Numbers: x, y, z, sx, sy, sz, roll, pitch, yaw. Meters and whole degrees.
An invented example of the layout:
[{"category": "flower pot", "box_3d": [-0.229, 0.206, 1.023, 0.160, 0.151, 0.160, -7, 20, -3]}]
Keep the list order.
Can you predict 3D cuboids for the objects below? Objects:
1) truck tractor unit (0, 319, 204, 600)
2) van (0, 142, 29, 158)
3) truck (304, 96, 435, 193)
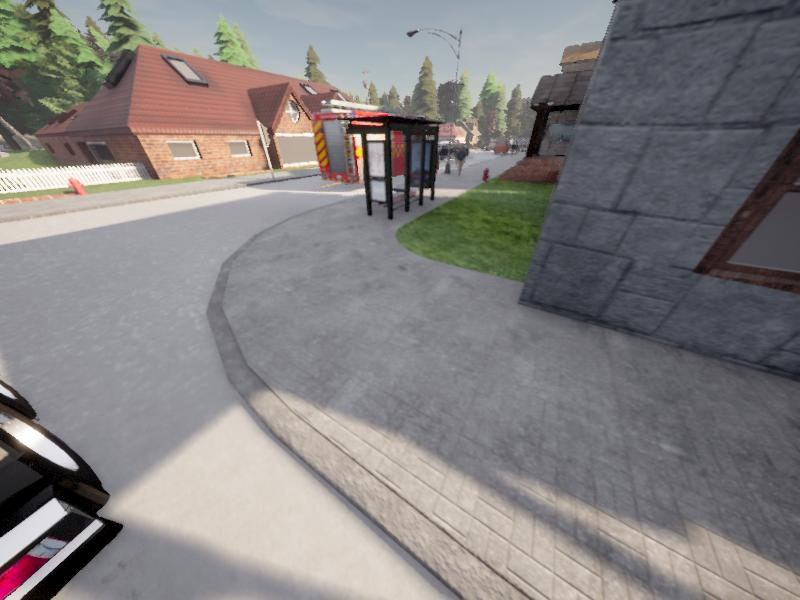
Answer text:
[{"category": "truck tractor unit", "box_3d": [-5.198, -0.203, 0.642, 6.516, 4.208, 3.053, 15, 37, 20]}, {"category": "van", "box_3d": [-76.157, -28.203, 43.388, 2.351, 2.431, 6.366, 19, 39, 25]}, {"category": "truck", "box_3d": [-1.136, -9.686, 14.557, 2.891, 3.827, 8.468, 20, 40, 26]}]
